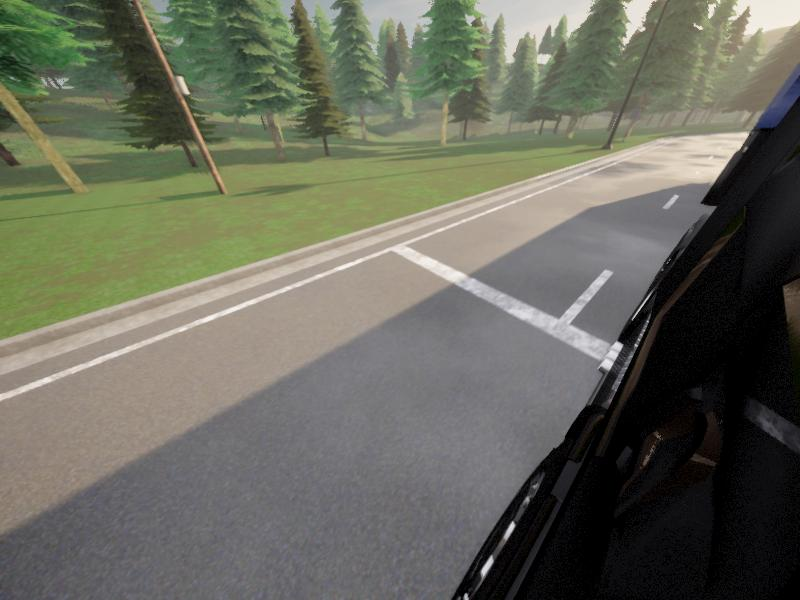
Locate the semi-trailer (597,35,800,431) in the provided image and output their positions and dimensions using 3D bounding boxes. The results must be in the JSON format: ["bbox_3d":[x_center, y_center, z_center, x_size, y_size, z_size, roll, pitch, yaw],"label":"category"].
[{"bbox_3d":[8.735,-3.577,4.196,14.254,4.402,2.717,-28,43,-29],"label":"semi-trailer"}]

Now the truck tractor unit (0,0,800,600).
[{"bbox_3d":[2.645,-0.295,0.352,6.516,4.208,3.053,-28,44,-30],"label":"truck tractor unit"}]
